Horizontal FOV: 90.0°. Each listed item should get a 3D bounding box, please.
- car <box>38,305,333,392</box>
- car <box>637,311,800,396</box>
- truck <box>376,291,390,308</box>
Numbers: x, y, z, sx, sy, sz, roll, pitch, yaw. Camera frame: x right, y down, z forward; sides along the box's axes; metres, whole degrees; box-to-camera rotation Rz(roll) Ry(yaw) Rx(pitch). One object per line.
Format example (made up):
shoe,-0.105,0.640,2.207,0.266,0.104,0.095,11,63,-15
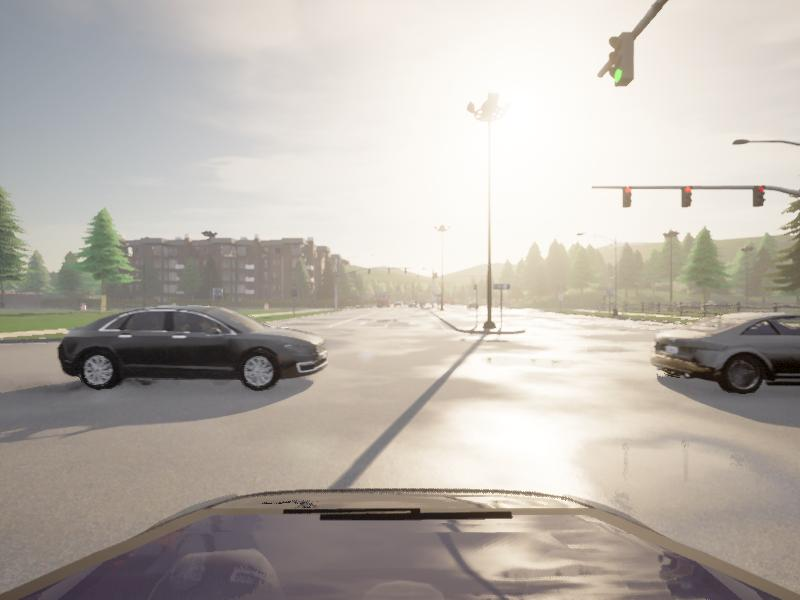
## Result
car,-3.936,0.861,7.936,4.892,1.490,1.837,0,0,1
car,7.247,0.924,7.680,4.181,1.385,1.994,0,0,1
truck,-3.931,-0.147,96.992,2.891,3.827,8.468,0,0,1
